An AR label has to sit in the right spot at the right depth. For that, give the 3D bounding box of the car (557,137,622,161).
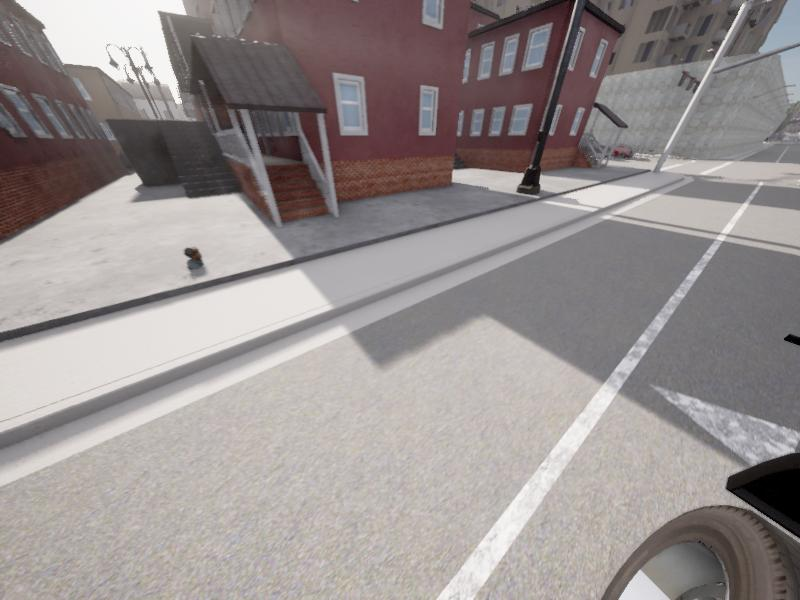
[{"bbox_3d":[20.661,-16.710,25.440,2.033,1.649,4.856,-23,45,-28],"label":"car"}]

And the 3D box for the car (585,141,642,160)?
[{"bbox_3d":[24.201,-17.097,26.358,1.994,1.385,4.181,-22,45,-28],"label":"car"}]
